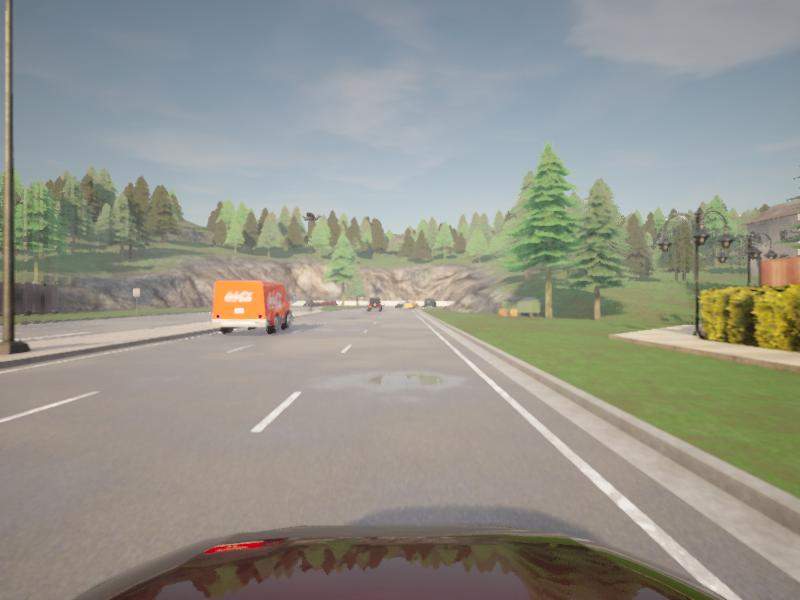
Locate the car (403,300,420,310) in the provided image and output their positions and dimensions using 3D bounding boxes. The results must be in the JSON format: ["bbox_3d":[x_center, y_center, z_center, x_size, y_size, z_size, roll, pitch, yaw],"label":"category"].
[{"bbox_3d":[2.025,0.819,68.894,1.801,1.575,5.366,0,0,15],"label":"car"}]

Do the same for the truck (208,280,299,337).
[{"bbox_3d":[-6.993,0.362,19.937,2.627,2.467,5.204,0,0,0],"label":"truck"}]

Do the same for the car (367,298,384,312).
[{"bbox_3d":[-3.372,0.660,55.293,1.905,1.878,3.866,0,0,2],"label":"car"}]
